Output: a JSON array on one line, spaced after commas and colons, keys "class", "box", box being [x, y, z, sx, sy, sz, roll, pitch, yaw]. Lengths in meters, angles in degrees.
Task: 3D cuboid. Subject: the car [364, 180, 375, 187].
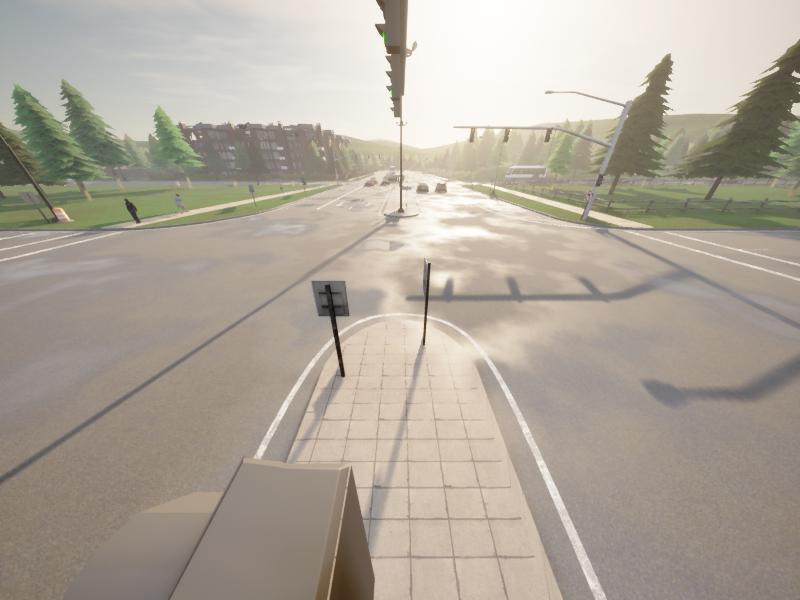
[{"class": "car", "box": [-7.125, -27.106, 53.748, 1.895, 1.301, 4.718, 0, 30, 0]}]

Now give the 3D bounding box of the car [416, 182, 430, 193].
[{"class": "car", "box": [4.297, -21.278, 43.482, 2.163, 1.488, 4.792, 0, 30, 0]}]

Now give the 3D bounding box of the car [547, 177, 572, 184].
[{"class": "car", "box": [44.267, -33.324, 64.185, 5.238, 1.638, 1.930, 0, 30, 0]}]

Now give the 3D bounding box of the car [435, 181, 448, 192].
[{"class": "car", "box": [7.802, -21.490, 43.797, 1.851, 1.617, 3.988, 0, 30, 0]}]

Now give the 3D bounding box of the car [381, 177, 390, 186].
[{"class": "car", "box": [-3.603, -29.005, 56.474, 1.905, 1.878, 3.866, 0, 30, 0]}]

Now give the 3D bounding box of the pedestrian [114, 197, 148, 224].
[{"class": "pedestrian", "box": [-20.618, -6.856, 17.768, 0.751, 1.860, 0.751, -2, 30, -3]}]

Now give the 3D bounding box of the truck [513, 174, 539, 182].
[{"class": "truck", "box": [38.133, -37.024, 70.129, 6.274, 2.098, 2.390, 0, 30, 0]}]

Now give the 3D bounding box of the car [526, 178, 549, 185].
[{"class": "car", "box": [36.343, -31.492, 61.197, 4.514, 1.525, 2.007, 0, 30, 0]}]

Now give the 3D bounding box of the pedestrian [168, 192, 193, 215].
[{"class": "pedestrian", "box": [-20.116, -8.829, 21.184, 0.751, 1.860, 0.751, 2, 30, 3]}]

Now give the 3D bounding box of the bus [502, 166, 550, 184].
[{"class": "bus", "box": [34.340, -34.393, 63.423, 10.273, 4.253, 3.944, 0, 30, 0]}]

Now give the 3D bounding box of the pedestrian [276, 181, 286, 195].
[{"class": "pedestrian", "box": [-18.986, -17.956, 36.993, 0.751, 1.860, 0.751, 2, 30, 4]}]
